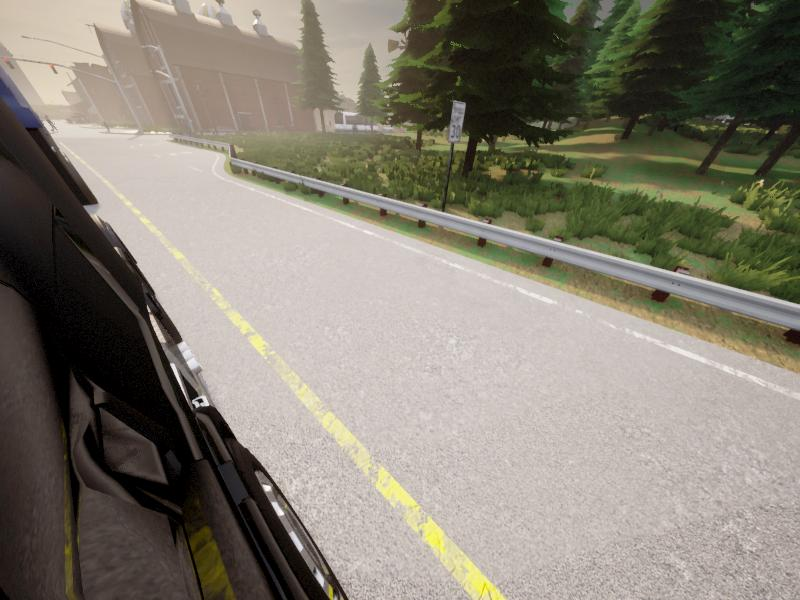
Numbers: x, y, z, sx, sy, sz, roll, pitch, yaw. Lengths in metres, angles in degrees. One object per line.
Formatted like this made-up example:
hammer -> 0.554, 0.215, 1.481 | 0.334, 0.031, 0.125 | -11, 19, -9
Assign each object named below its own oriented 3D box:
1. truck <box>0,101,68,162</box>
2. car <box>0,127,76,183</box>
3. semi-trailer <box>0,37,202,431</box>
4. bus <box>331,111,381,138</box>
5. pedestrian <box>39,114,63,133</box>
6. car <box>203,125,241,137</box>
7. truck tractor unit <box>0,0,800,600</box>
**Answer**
truck -> -21.926, -9.535, 12.949 | 5.204, 2.467, 2.627 | 27, 43, 28
car -> -16.061, -6.228, 9.718 | 4.902, 1.511, 2.128 | 27, 43, 29
semi-trailer -> -8.746, -3.573, 4.179 | 14.254, 4.402, 2.717 | 28, 43, 29
bus -> -9.141, -37.421, 49.589 | 3.944, 4.253, 10.273 | 28, 43, 29
pedestrian -> -41.926, -21.183, 27.746 | 0.751, 1.860, 0.751 | 27, 43, 28
car -> -27.764, -26.431, 36.141 | 1.994, 1.385, 4.181 | 27, 43, 29
truck tractor unit -> -2.645, -0.295, 0.351 | 6.516, 4.208, 3.053 | 28, 44, 30
